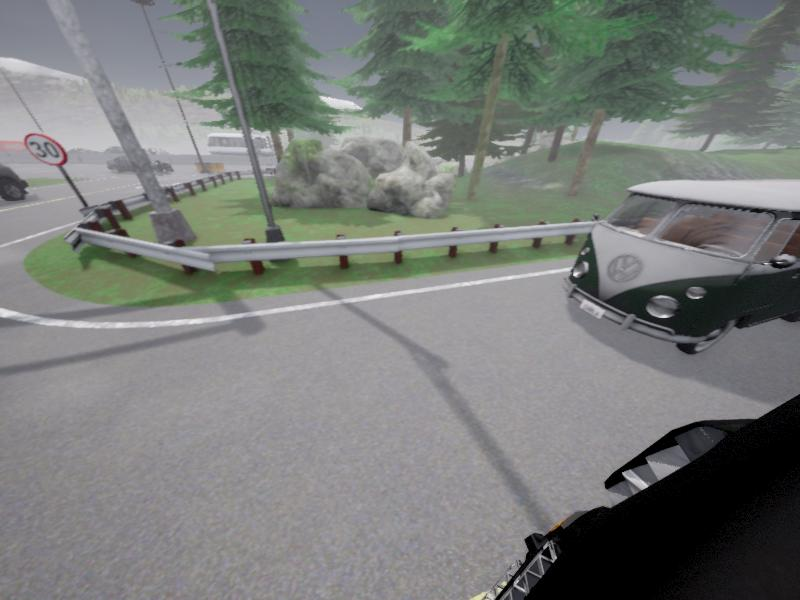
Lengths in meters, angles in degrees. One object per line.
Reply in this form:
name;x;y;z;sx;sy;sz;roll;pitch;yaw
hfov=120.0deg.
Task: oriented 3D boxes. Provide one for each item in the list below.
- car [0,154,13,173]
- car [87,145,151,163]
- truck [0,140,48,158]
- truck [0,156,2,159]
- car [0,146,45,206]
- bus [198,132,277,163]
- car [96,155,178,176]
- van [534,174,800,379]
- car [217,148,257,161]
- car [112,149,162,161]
car;-37.158;-11.477;18.682;5.566;2.045;2.150;-7;34;-15
car;-42.977;-22.478;35.590;5.566;2.045;2.150;-8;34;-15
truck;-64.829;-25.313;38.805;5.204;2.467;2.627;-9;34;-15
truck;-64.812;-21.924;32.282;8.468;3.827;2.891;-9;34;-15
car;-15.716;-3.921;7.511;1.932;1.855;4.605;-9;35;-16
bus;-28.788;-27.453;41.796;10.273;4.253;3.944;-8;34;-15
car;-23.991;-12.404;21.214;5.357;1.411;2.033;7;33;8
van;4.810;-0.676;3.469;4.442;1.987;1.775;-8;34;-15
car;-31.462;-28.182;44.862;5.566;2.045;2.150;-9;34;-15
car;-43.721;-24.176;38.578;4.856;1.649;2.033;-9;34;-15
